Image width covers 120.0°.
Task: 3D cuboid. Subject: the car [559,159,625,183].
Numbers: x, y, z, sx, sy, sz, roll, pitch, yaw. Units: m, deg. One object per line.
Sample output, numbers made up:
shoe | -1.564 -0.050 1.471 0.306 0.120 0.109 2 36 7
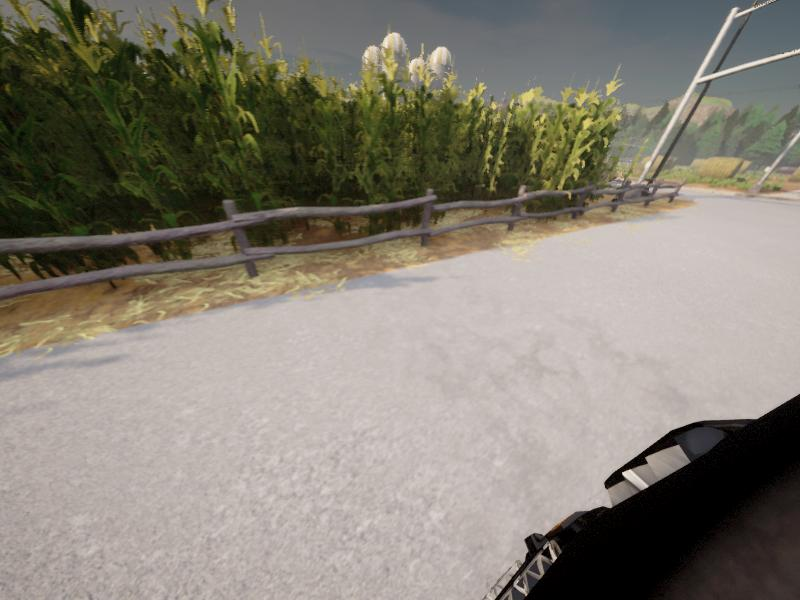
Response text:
car | 19.929 -13.593 24.237 2.097 1.767 4.553 -16 38 -26

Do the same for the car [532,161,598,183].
car | 16.494 -13.008 23.377 2.163 1.488 4.792 -16 38 -26
